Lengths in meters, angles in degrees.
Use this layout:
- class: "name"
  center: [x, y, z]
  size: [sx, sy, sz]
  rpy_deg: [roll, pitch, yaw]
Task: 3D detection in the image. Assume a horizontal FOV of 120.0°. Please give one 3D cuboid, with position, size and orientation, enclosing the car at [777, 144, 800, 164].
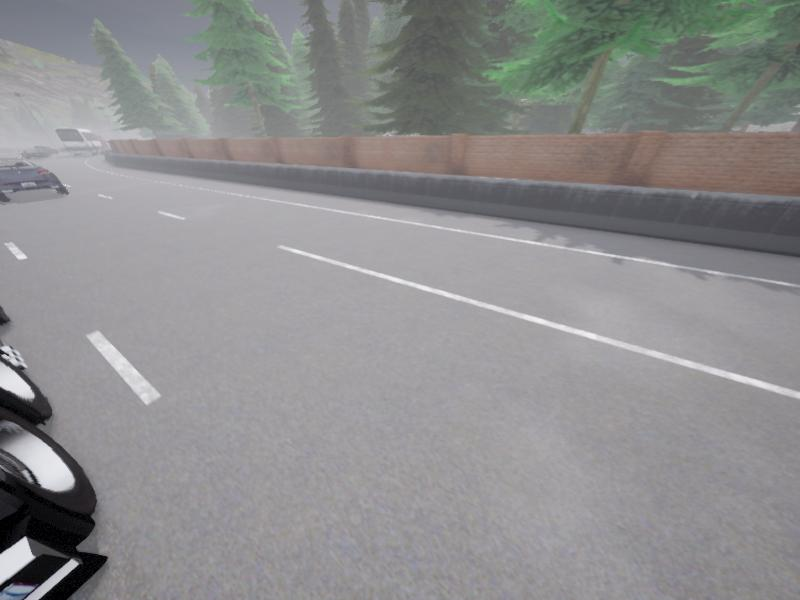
- class: "car"
  center: [38.976, -13.580, 21.466]
  size: [2.038, 1.542, 4.974]
  rpy_deg: [18, 39, 25]

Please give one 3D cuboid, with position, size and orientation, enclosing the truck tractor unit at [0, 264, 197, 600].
- class: "truck tractor unit"
  center: [-5.115, -0.296, 0.784]
  size: [6.516, 4.208, 3.053]
  rpy_deg: [18, 39, 24]

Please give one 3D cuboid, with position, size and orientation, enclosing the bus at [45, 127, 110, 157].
- class: "bus"
  center: [-61.055, -30.229, 44.271]
  size: [3.944, 4.253, 10.273]
  rpy_deg: [-24, 41, -30]

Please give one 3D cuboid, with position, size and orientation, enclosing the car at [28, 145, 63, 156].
- class: "car"
  center: [-70.401, -29.751, 45.960]
  size: [2.033, 1.649, 4.856]
  rpy_deg: [-21, 40, -27]

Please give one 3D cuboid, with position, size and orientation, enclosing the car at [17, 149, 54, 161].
- class: "car"
  center: [-56.073, -22.439, 35.629]
  size: [1.895, 1.301, 4.718]
  rpy_deg: [-27, 43, -33]

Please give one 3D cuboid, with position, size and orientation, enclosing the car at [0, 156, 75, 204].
- class: "car"
  center: [-19.506, -6.259, 11.758]
  size: [5.027, 1.651, 2.152]
  rpy_deg: [18, 39, 25]
